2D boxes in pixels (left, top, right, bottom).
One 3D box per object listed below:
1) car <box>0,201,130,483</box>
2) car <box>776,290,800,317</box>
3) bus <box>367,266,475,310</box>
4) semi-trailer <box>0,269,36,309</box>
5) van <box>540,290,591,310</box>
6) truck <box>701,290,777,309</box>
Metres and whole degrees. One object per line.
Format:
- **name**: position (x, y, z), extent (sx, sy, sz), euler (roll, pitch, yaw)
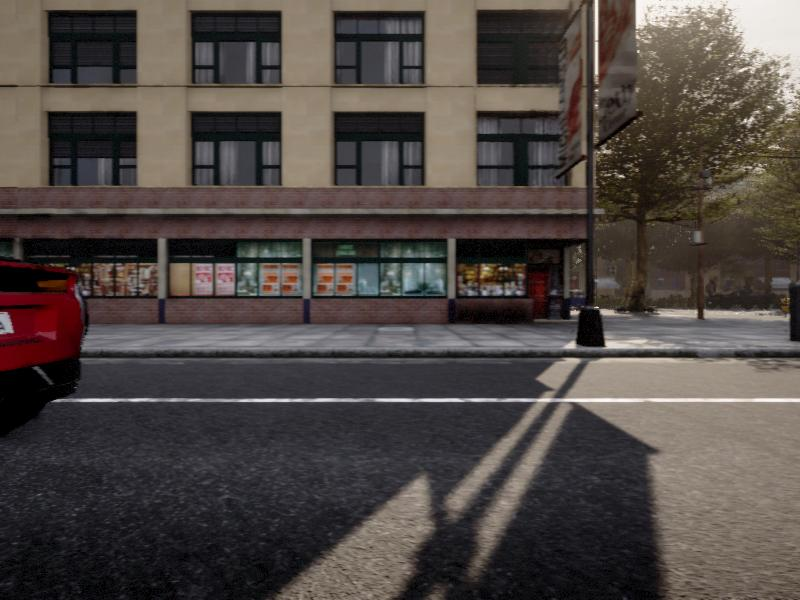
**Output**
- **car**: position (-4.419, 0.229, 2.200), extent (4.514, 1.525, 2.007), euler (0, 0, 0)
- **car**: position (23.682, 0.201, 21.544), extent (1.801, 1.575, 5.366), euler (0, 0, -1)
- **bus**: position (2.016, -1.134, 40.297), extent (10.273, 4.253, 3.944), euler (0, 0, 0)
- **semi-trailer**: position (-45.701, -1.216, 41.786), extent (2.717, 4.402, 14.254), euler (0, 0, -2)
- **van**: position (16.560, -0.001, 40.195), extent (4.442, 1.987, 1.775), euler (0, 0, 0)
- **truck**: position (36.931, -0.058, 43.689), extent (6.274, 2.098, 2.390), euler (0, 0, 0)
